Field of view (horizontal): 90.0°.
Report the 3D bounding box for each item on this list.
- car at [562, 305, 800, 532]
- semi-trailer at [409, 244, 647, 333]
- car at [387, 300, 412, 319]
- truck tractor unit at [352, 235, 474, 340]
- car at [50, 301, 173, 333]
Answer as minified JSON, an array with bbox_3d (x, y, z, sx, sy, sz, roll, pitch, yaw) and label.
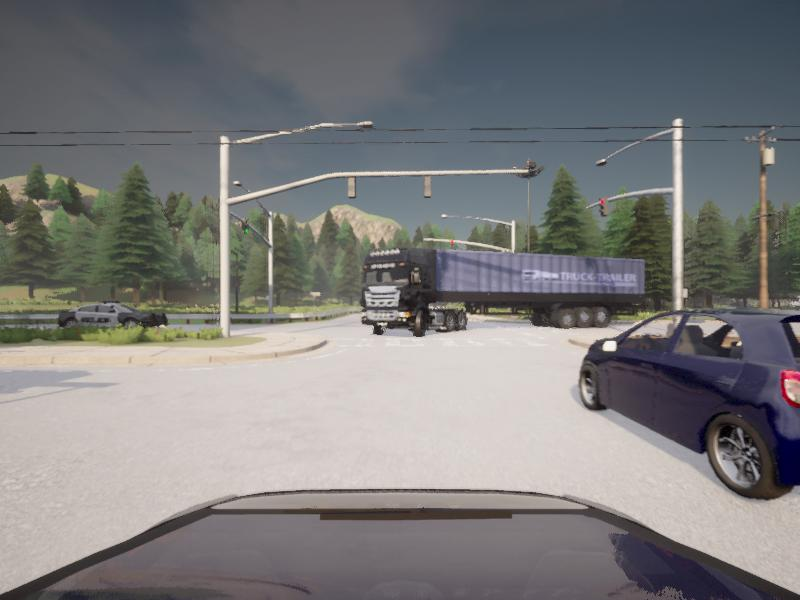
[{"bbox_3d":[3.502,0.828,4.537,1.845,1.501,3.633,0,0,0],"label":"car"},{"bbox_3d":[7.677,-0.567,23.173,14.254,4.402,2.717,0,-1,-18],"label":"semi-trailer"},{"bbox_3d":[-0.007,0.836,38.218,2.242,1.667,4.611,0,0,0],"label":"car"},{"bbox_3d":[0.939,-0.475,19.682,3.053,4.208,6.516,-1,-1,33],"label":"truck tractor unit"},{"bbox_3d":[-15.331,0.872,21.480,5.238,1.638,1.930,0,0,1],"label":"car"}]
